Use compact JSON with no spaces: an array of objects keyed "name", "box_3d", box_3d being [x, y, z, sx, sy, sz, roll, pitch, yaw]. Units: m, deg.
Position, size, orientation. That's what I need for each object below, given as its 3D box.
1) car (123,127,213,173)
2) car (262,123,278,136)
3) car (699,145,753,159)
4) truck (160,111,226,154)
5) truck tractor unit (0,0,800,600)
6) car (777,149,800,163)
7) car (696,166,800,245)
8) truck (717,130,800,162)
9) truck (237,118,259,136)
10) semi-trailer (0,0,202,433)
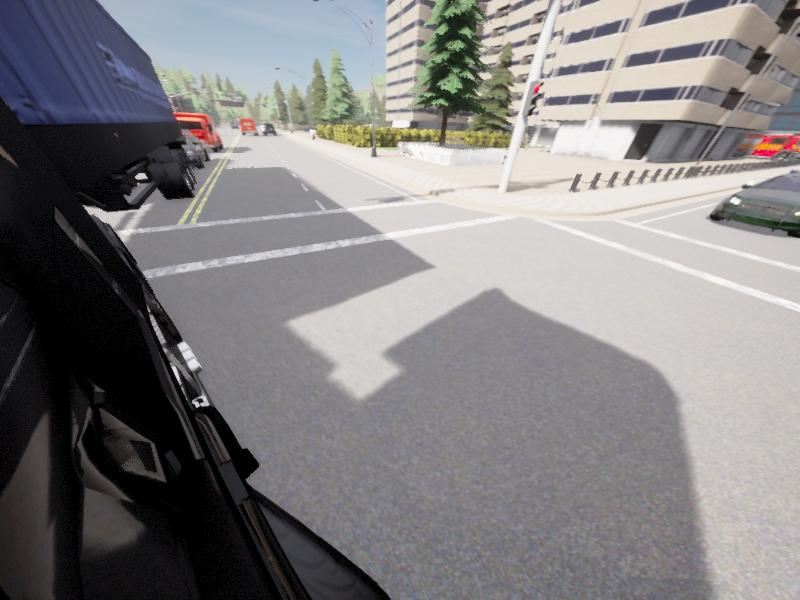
[{"name":"car","box_3d":[-12.185,-8.296,12.618,2.242,1.667,4.611,-16,41,-23]},{"name":"car","box_3d":[-24.778,-32.428,43.981,1.905,1.878,3.866,-16,40,-23]},{"name":"car","box_3d":[55.810,-25.488,39.688,2.038,1.542,4.974,-16,41,-23]},{"name":"truck","box_3d":[-16.285,-13.500,18.675,2.627,2.467,5.204,-16,40,-23]},{"name":"truck tractor unit","box_3d":[-2.645,-0.295,0.351,6.516,4.208,3.053,28,44,30]},{"name":"car","box_3d":[59.718,-20.606,33.348,1.930,1.638,5.238,1,37,-3]},{"name":"car","box_3d":[12.657,-3.284,7.519,4.974,1.542,2.038,-15,40,-22]},{"name":"truck","box_3d":[60.497,-25.462,38.061,2.891,3.827,8.468,-17,41,-24]},{"name":"truck","box_3d":[-27.446,-31.283,41.804,2.627,2.467,5.204,-16,41,-23]},{"name":"semi-trailer","box_3d":[-7.368,-4.262,5.208,2.717,4.402,14.254,-20,42,-27]}]
